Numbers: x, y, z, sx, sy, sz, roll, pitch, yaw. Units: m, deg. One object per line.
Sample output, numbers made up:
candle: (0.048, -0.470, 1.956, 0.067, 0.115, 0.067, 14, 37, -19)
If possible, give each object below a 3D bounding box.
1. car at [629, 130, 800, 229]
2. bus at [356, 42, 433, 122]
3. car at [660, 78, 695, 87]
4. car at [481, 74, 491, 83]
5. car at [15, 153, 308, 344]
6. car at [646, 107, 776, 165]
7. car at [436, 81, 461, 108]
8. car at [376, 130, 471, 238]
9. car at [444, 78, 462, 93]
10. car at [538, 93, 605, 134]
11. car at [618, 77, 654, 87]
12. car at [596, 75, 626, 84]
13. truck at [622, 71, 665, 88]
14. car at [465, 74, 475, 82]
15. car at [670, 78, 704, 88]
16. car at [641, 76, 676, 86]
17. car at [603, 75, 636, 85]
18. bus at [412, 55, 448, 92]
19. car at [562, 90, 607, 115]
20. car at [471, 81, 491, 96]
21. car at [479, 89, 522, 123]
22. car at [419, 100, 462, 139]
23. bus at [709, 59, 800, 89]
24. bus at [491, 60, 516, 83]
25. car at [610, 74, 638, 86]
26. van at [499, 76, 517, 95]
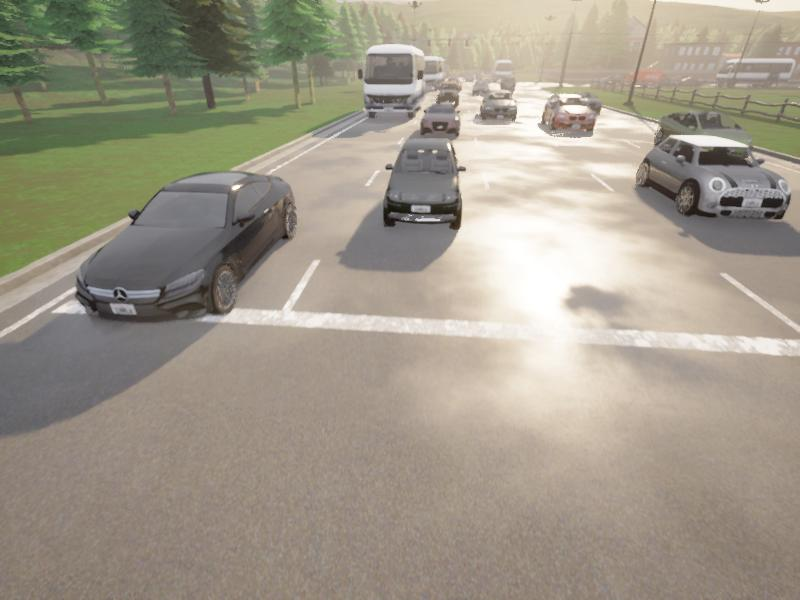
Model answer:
car: (7.725, -3.192, 10.051, 1.970, 1.475, 3.806, 3, 30, 5)
bus: (0.007, -15.684, 28.636, 3.944, 4.253, 10.273, 4, 31, 6)
car: (49.718, -38.989, 71.729, 4.718, 1.301, 1.895, 4, 30, 6)
car: (19.210, -49.547, 89.342, 1.801, 1.575, 5.366, 4, 31, 6)
car: (-3.171, -1.276, 6.742, 1.812, 1.442, 4.674, 2, 30, 4)
car: (12.053, -6.699, 16.028, 2.007, 1.525, 4.514, 4, 30, 6)
car: (4.266, -18.074, 35.091, 1.905, 1.878, 3.866, 4, 30, 6)
car: (0.619, -2.907, 9.448, 1.789, 1.549, 3.705, 3, 30, 5)
car: (7.252, -29.214, 54.391, 2.242, 1.667, 4.611, 5, 31, 7)
car: (9.488, -10.636, 22.609, 2.242, 1.667, 4.611, 4, 30, 6)
car: (42.627, -39.526, 72.393, 4.902, 1.511, 2.128, 4, 30, 6)
car: (42.956, -44.910, 81.452, 4.611, 1.667, 2.242, 3, 30, 6)
truck: (41.987, -38.204, 69.173, 5.204, 2.467, 2.627, 3, 30, 6)
car: (15.787, -49.994, 90.046, 2.033, 1.649, 4.856, 4, 30, 6)
car: (49.226, -37.272, 68.715, 4.181, 1.385, 1.994, 4, 30, 6)
car: (48.257, -40.964, 74.860, 5.008, 1.535, 1.882, 4, 30, 6)
car: (43.011, -43.111, 78.422, 5.027, 1.651, 2.152, 3, 30, 6)
bus: (4.488, -32.962, 58.230, 3.944, 4.253, 10.273, 5, 31, 10)
car: (14.247, -15.423, 31.126, 1.994, 1.385, 4.181, 4, 31, 6)
car: (9.885, -25.995, 49.084, 2.163, 1.488, 4.792, 4, 31, 7)
car: (6.551, -13.005, 26.645, 2.242, 1.667, 4.611, 4, 31, 6)
car: (2.170, -9.470, 20.870, 1.994, 1.385, 4.181, 4, 31, 6)
bus: (59.045, -37.843, 66.891, 10.273, 4.253, 3.944, 4, 30, 6)
bus: (23.009, -51.263, 89.663, 3.944, 4.253, 10.273, 4, 30, 6)
car: (42.158, -41.497, 75.390, 3.866, 1.878, 1.905, 4, 30, 6)
van: (13.944, -27.823, 51.734, 1.775, 1.987, 4.442, 5, 31, 8)
